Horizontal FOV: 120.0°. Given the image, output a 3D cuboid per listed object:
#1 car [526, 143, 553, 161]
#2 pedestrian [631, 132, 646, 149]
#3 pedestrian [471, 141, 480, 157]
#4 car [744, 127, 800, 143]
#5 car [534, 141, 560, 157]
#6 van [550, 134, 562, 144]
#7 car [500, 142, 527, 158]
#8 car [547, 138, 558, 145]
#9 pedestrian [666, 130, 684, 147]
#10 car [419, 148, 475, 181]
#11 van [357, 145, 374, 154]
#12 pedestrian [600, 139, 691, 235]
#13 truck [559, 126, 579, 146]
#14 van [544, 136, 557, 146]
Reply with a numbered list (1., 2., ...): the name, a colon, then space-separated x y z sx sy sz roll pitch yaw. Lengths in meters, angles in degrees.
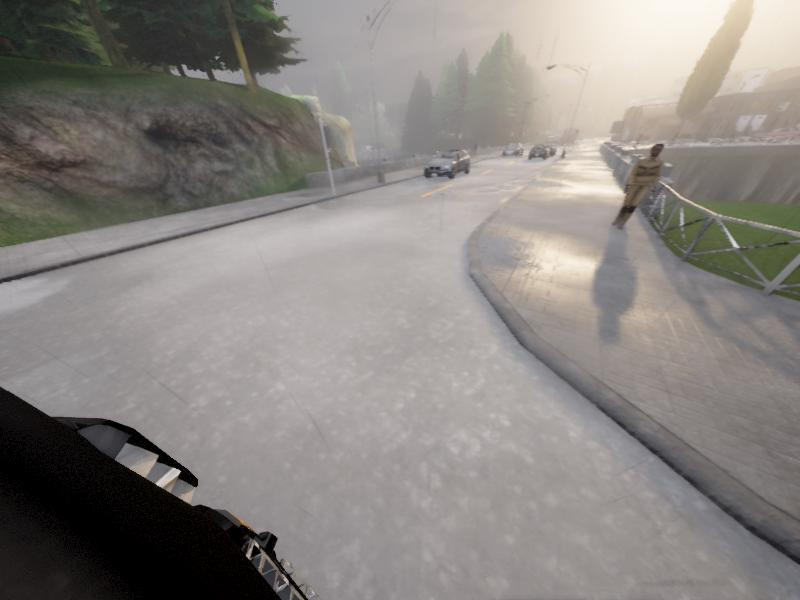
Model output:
1. car: 15.884 -16.813 26.199 1.816 1.474 4.193 18 39 29
2. pedestrian: 33.841 -22.619 32.765 0.751 1.860 0.751 19 40 29
3. pedestrian: 10.792 -21.592 33.126 0.751 1.860 0.751 -30 42 -34
4. car: 54.908 -23.955 33.456 5.027 1.651 2.152 19 40 29
5. car: 19.529 -20.050 30.648 2.038 1.542 4.974 18 39 29
6. van: 49.074 -50.615 72.594 1.988 2.561 5.915 18 40 29
7. car: 15.599 -20.628 31.741 2.033 1.649 4.856 19 40 29
8. car: 44.538 -46.119 67.311 2.007 1.525 4.514 18 40 29
9. pedestrian: 38.664 -22.691 32.476 0.751 1.860 0.751 16 38 26
10. car: 3.562 -10.075 17.045 2.242 1.667 4.611 19 40 29
11. van: -12.443 -54.507 83.537 2.351 2.431 6.366 18 40 29
12. pedestrian: 5.572 -2.616 5.408 0.751 1.860 0.751 21 41 31
13. truck: 44.587 -43.144 60.768 2.891 3.827 8.468 18 40 29
14. van: 40.312 -42.645 61.988 2.069 2.038 4.480 18 40 29
